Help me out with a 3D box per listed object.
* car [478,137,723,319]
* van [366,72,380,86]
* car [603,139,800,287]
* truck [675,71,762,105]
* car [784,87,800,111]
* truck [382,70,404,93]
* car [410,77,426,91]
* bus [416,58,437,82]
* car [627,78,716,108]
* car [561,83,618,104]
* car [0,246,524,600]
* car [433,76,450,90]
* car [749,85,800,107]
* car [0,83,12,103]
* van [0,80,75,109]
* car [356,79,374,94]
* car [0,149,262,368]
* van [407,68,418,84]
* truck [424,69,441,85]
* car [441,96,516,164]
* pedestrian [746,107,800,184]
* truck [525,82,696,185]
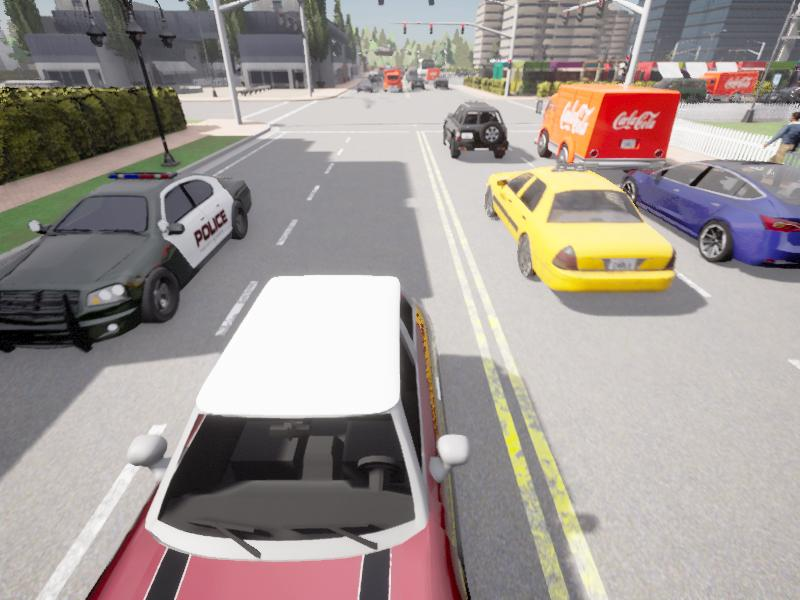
[{"bbox_3d":[2.892,-1.780,7.432,1.801,1.575,5.366,0,30,0],"label":"car"},{"bbox_3d":[-4.507,-37.524,67.883,2.069,2.038,4.480,0,30,0],"label":"van"},{"bbox_3d":[6.389,-2.056,8.000,2.163,1.488,4.792,0,30,0],"label":"car"},{"bbox_3d":[28.834,-19.346,36.420,5.204,2.467,2.627,-2,30,-1],"label":"truck"},{"bbox_3d":[32.916,-15.440,30.740,4.514,1.525,2.007,-1,30,-2],"label":"car"},{"bbox_3d":[-0.898,-28.045,51.301,2.627,2.467,5.204,0,30,0],"label":"truck"},{"bbox_3d":[2.562,-31.076,57.465,2.007,1.525,4.514,0,30,0],"label":"car"},{"bbox_3d":[5.721,-51.228,89.023,3.944,4.253,10.273,0,30,-1],"label":"bus"},{"bbox_3d":[22.478,-17.270,33.352,5.566,2.045,2.150,-1,30,-2],"label":"car"},{"bbox_3d":[17.148,-18.807,36.407,3.988,1.617,1.851,0,30,0],"label":"car"},{"bbox_3d":[-0.573,1.041,2.743,1.970,1.475,3.806,0,30,0],"label":"car"},{"bbox_3d":[6.051,-32.194,59.186,1.930,1.638,5.238,0,30,0],"label":"car"},{"bbox_3d":[32.982,-17.215,33.760,4.974,1.542,2.038,-1,30,-1],"label":"car"},{"bbox_3d":[-39.283,-19.283,37.226,4.856,1.649,2.033,10,32,16],"label":"car"},{"bbox_3d":[-29.478,-16.609,32.314,4.442,1.987,1.775,2,30,3],"label":"van"},{"bbox_3d":[-4.394,-27.209,50.891,1.812,1.442,4.674,0,30,0],"label":"car"},{"bbox_3d":[-4.100,-1.140,6.397,2.038,1.542,4.974,0,30,0],"label":"car"},{"bbox_3d":[2.431,-43.602,77.694,1.988,2.561,5.915,0,30,0],"label":"van"},{"bbox_3d":[5.956,-40.946,73.275,2.627,2.467,5.204,0,30,0],"label":"truck"},{"bbox_3d":[2.839,-6.728,15.569,1.932,1.855,4.605,0,30,0],"label":"car"},{"bbox_3d":[10.519,-4.198,10.924,0.751,1.860,0.751,-1,30,-1],"label":"pedestrian"},{"bbox_3d":[6.352,-5.711,13.250,2.627,2.467,5.204,0,30,0],"label":"truck"}]
